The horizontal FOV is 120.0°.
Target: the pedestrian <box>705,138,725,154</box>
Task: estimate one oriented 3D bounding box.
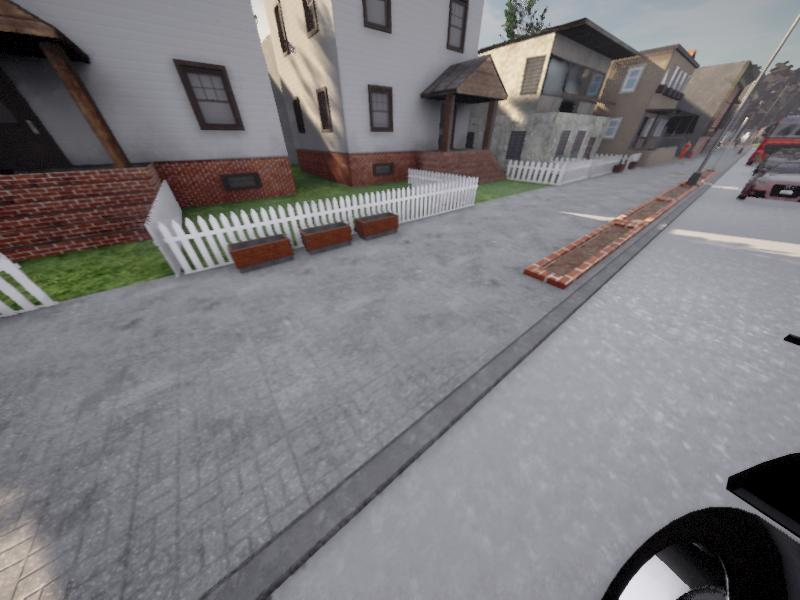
[{"bbox_3d":[44.074,-21.556,32.328,0.751,1.860,0.751,-22,41,-28],"label":"pedestrian"}]

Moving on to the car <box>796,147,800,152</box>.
[{"bbox_3d":[67.294,-25.049,37.642,4.974,1.542,2.038,-24,42,-30],"label":"car"}]

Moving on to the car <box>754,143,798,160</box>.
[{"bbox_3d":[44.151,-17.554,27.212,4.792,1.488,2.163,-24,42,-30],"label":"car"}]

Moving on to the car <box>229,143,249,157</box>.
[{"bbox_3d":[-22.682,-21.269,32.711,1.845,1.501,3.633,-17,39,-22],"label":"car"}]

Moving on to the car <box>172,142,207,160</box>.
[{"bbox_3d":[-27.142,-19.442,30.038,2.242,1.667,4.611,-17,39,-22],"label":"car"}]

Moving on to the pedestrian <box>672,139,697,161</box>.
[{"bbox_3d":[28.778,-15.155,23.356,0.751,1.860,0.751,-24,42,-30],"label":"pedestrian"}]

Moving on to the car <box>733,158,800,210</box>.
[{"bbox_3d":[16.041,-4.886,9.539,4.181,1.385,1.994,-24,42,-30],"label":"car"}]

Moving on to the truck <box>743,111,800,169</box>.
[{"bbox_3d":[35.019,-14.417,20.791,8.468,3.827,2.891,-24,42,-30],"label":"truck"}]

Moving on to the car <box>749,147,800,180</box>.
[{"bbox_3d":[25.520,-9.217,15.449,3.705,1.549,1.789,-25,42,-30],"label":"car"}]

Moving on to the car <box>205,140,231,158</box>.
[{"bbox_3d":[-24.833,-20.736,31.675,1.905,1.878,3.866,-17,39,-22],"label":"car"}]
